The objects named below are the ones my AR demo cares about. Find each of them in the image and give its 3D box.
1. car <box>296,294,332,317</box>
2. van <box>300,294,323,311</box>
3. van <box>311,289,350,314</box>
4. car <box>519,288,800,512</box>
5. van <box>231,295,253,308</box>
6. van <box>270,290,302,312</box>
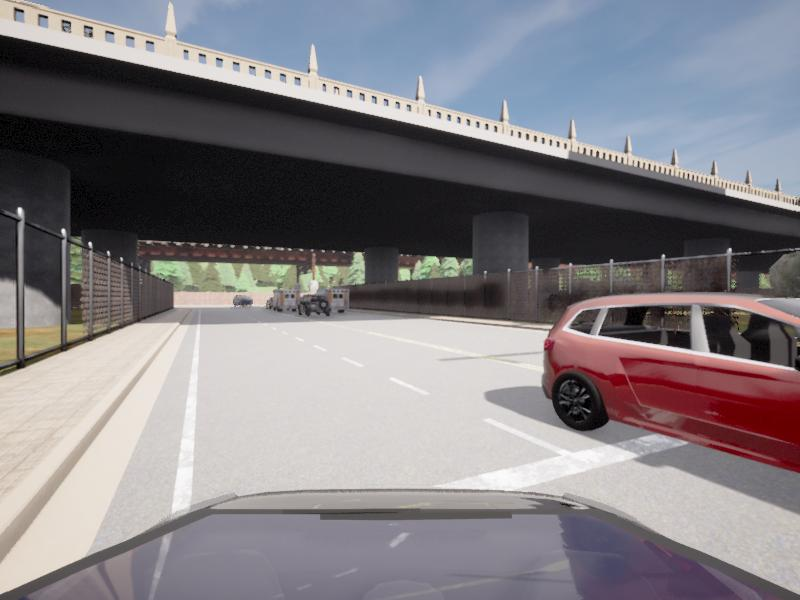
[{"bbox_3d":[-7.417,0.436,34.278,1.932,1.855,4.605,0,0,-26],"label":"car"},{"bbox_3d":[-10.878,0.280,49.106,1.775,1.987,4.442,0,0,-26],"label":"van"},{"bbox_3d":[-7.403,0.111,42.120,2.351,2.431,6.366,0,0,-26],"label":"van"},{"bbox_3d":[3.703,0.744,4.027,2.242,1.667,4.611,0,0,-27],"label":"car"},{"bbox_3d":[-24.771,0.166,62.805,1.775,1.987,4.442,-1,1,-1],"label":"van"},{"bbox_3d":[-13.207,0.076,45.932,2.351,2.431,6.366,0,0,-26],"label":"van"}]
